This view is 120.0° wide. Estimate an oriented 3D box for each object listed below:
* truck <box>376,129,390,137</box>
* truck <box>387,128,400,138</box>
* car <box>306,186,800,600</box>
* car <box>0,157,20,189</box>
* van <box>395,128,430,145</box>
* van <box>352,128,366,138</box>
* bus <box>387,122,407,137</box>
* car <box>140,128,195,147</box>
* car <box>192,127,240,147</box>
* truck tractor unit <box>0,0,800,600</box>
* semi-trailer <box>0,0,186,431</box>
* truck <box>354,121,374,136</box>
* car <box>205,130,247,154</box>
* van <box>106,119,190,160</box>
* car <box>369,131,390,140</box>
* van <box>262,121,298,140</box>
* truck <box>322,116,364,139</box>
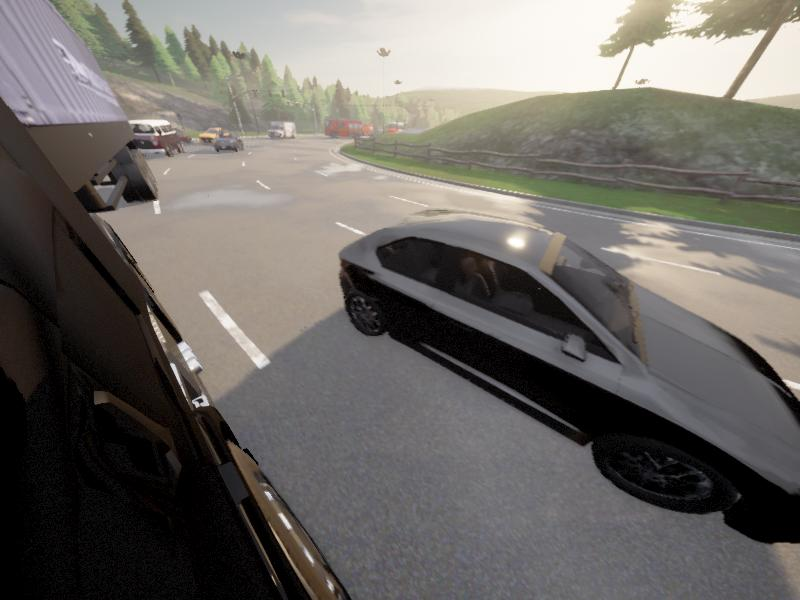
[{"bbox_3d":[-5.461,-54.362,75.258,2.390,2.098,6.274,13,38,13],"label":"truck"},{"bbox_3d":[-2.035,-53.896,74.566,2.627,2.467,5.204,13,37,14],"label":"truck"},{"bbox_3d":[1.207,0.017,2.509,4.193,1.474,1.816,25,42,27],"label":"car"},{"bbox_3d":[-13.885,-3.833,6.358,1.932,1.855,4.605,-24,44,-30],"label":"car"},{"bbox_3d":[2.474,-32.864,46.375,6.366,2.431,2.351,12,37,12],"label":"van"},{"bbox_3d":[-10.553,-43.597,60.363,2.069,2.038,4.480,10,37,9],"label":"van"},{"bbox_3d":[-1.050,-62.401,84.641,3.944,4.253,10.273,13,38,14],"label":"bus"},{"bbox_3d":[-22.973,-16.316,23.091,1.994,1.385,4.181,-5,37,-11],"label":"car"},{"bbox_3d":[-20.190,-18.159,25.638,1.882,1.535,5.008,-2,37,-7],"label":"car"},{"bbox_3d":[-2.645,-0.295,0.351,6.516,4.208,3.053,28,44,30],"label":"truck tractor unit"},{"bbox_3d":[-7.988,-3.999,4.833,2.717,4.402,14.254,-26,45,-32],"label":"semi-trailer"},{"bbox_3d":[-11.773,-57.076,77.051,2.891,3.827,8.468,13,38,14],"label":"truck"},{"bbox_3d":[-14.862,-13.674,19.929,1.845,1.501,3.633,-10,38,-16],"label":"car"},{"bbox_3d":[-16.776,-11.061,15.812,2.069,2.038,4.480,-13,40,-19],"label":"van"},{"bbox_3d":[-5.161,-41.929,58.823,5.027,1.651,2.152,1,36,-3],"label":"car"},{"bbox_3d":[-20.565,-29.475,40.205,2.351,2.431,6.366,5,36,4],"label":"van"},{"bbox_3d":[-12.798,-38.968,52.430,8.468,3.827,2.891,-18,41,-26],"label":"truck"}]
